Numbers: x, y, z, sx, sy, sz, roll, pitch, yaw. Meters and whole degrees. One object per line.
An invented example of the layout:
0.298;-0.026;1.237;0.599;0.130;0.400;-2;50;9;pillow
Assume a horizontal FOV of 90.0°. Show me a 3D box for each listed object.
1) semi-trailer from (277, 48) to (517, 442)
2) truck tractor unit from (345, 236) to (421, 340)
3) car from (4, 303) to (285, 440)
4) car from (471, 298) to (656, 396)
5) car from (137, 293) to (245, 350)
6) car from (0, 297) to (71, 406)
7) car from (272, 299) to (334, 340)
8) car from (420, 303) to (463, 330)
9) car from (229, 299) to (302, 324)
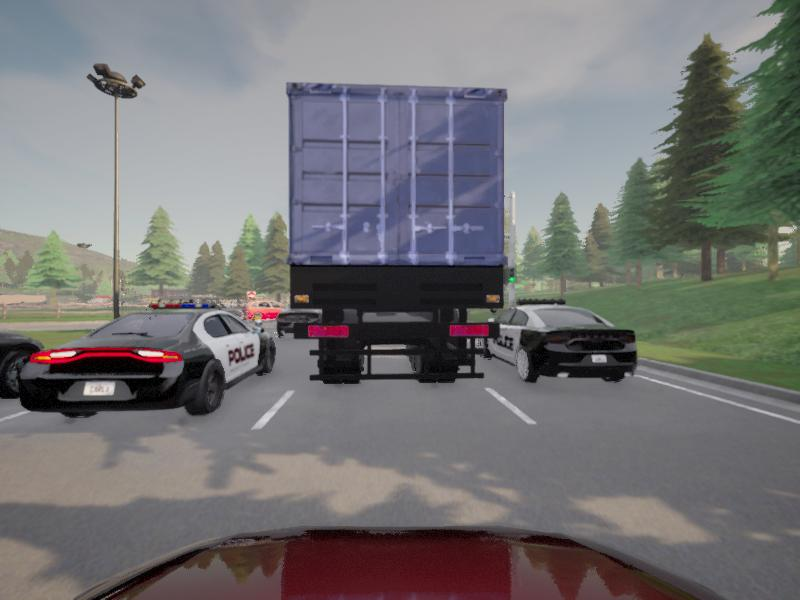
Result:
-0.421;-0.605;11.655;2.717;4.402;14.254;0;0;-3;semi-trailer
-0.889;-0.497;19.557;3.053;4.208;6.516;0;0;-3;truck tractor unit
-3.662;0.838;7.126;2.038;1.542;4.974;0;0;-3;car
3.222;0.784;9.346;1.930;1.638;5.238;0;0;-3;car
-7.642;0.678;15.238;1.932;1.855;4.605;0;0;-3;car
-7.044;0.787;5.008;2.033;1.649;4.856;0;0;-3;car
-4.343;0.799;18.798;1.930;1.638;5.238;0;0;-3;car
2.360;0.904;23.979;1.812;1.442;4.674;0;0;-3;car
-9.807;0.800;29.500;2.242;1.667;4.611;0;0;38;car
